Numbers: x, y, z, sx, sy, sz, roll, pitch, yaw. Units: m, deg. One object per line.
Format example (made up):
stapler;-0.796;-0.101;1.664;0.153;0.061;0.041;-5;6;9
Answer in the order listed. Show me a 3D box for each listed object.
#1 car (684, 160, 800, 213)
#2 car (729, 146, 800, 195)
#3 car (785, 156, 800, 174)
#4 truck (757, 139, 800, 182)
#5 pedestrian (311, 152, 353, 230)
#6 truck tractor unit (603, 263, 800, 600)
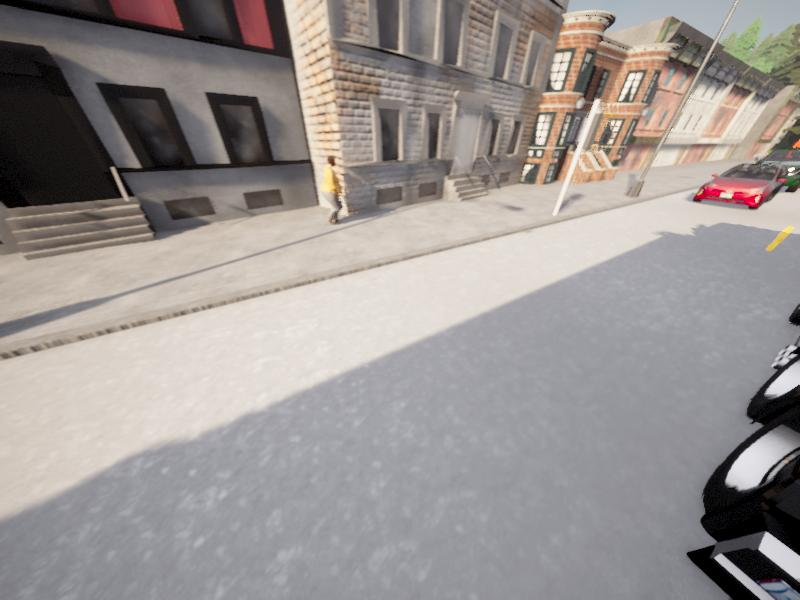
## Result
car;15.300;-5.143;10.212;4.514;1.525;2.007;-18;39;-24
car;22.398;-7.669;13.454;5.566;2.045;2.150;-18;39;-25
car;36.706;-11.979;20.441;4.718;1.301;1.895;-18;39;-25
truck;29.790;-10.230;16.832;5.204;2.467;2.627;-18;39;-24
pedestrian;-1.912;-3.091;6.585;0.751;1.860;0.751;-13;37;-18
truck tractor unit;5.108;-0.303;0.789;6.516;4.208;3.053;-18;39;-24
